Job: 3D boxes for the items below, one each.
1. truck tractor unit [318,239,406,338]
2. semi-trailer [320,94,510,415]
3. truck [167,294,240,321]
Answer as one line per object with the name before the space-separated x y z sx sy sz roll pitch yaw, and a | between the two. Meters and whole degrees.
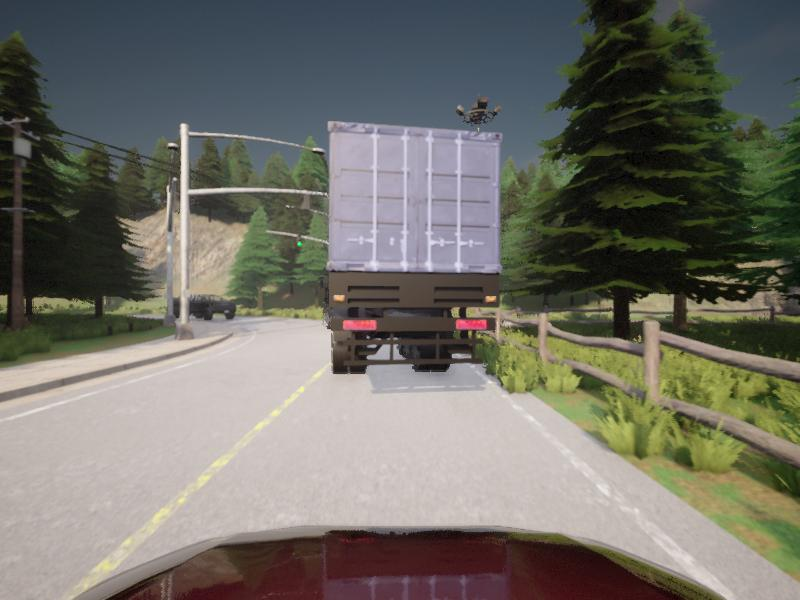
truck tractor unit | -2.235 -0.493 20.483 3.053 4.208 6.516 0 0 -18
semi-trailer | -0.761 -0.606 12.727 2.717 4.402 14.254 0 0 -8
truck | -16.325 0.580 33.110 6.274 2.098 2.390 0 0 30
